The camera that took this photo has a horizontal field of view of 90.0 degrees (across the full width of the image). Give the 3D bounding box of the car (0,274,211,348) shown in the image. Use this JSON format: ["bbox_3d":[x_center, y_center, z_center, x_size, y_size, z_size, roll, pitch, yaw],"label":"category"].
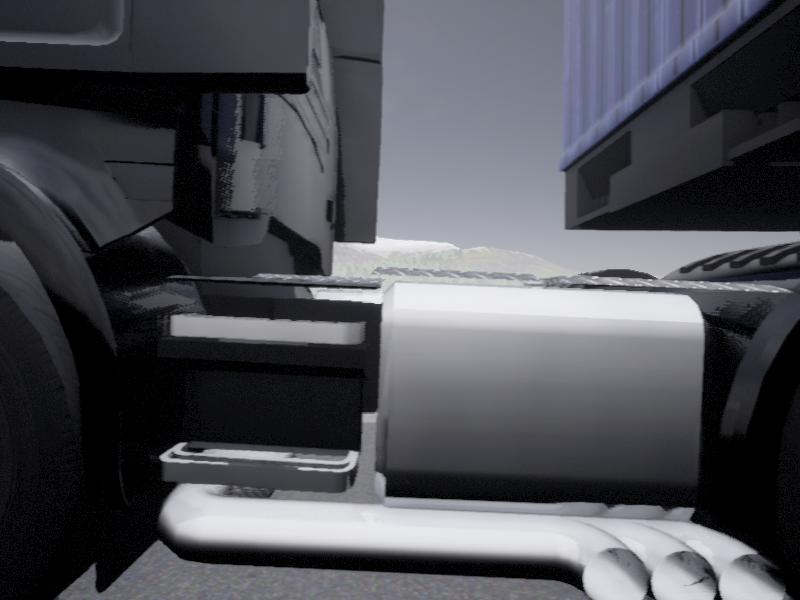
[{"bbox_3d":[-7.085,0.227,9.201,4.514,1.525,2.007,0,0,0],"label":"car"}]

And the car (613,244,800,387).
[{"bbox_3d":[6.121,0.183,5.700,5.027,1.651,2.152,0,0,0],"label":"car"}]

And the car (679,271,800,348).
[{"bbox_3d":[9.744,0.206,9.201,5.366,1.575,1.801,0,0,0],"label":"car"}]

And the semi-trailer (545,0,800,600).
[{"bbox_3d":[8.419,-1.219,2.202,14.254,4.402,2.717,0,0,0],"label":"semi-trailer"}]

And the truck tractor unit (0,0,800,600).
[{"bbox_3d":[0.500,-1.128,2.209,6.516,4.208,3.053,0,0,0],"label":"truck tractor unit"}]
